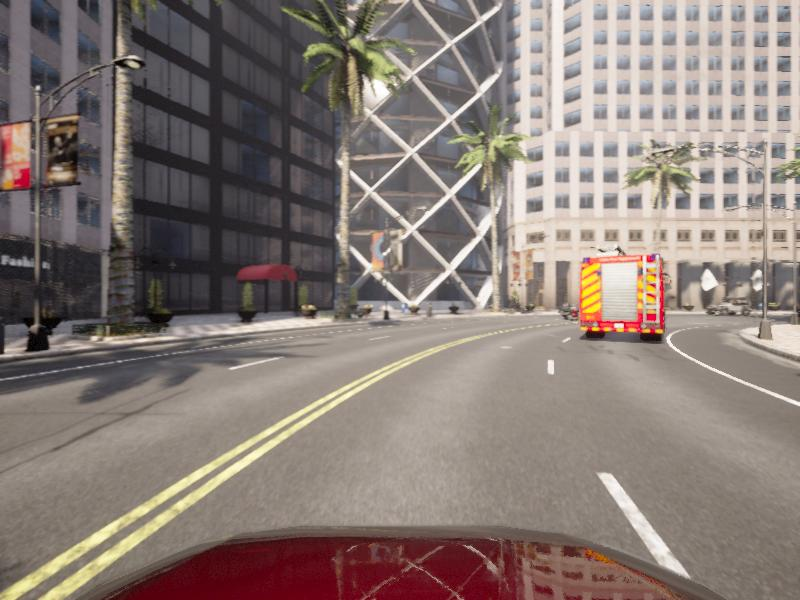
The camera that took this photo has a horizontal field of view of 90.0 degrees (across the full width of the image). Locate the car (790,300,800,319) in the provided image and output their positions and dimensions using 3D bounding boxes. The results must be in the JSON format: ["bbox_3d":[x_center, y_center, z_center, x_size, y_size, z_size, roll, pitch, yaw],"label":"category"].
[{"bbox_3d":[37.563,0.845,34.898,5.027,1.651,2.152,0,0,0],"label":"car"}]

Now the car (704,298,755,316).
[{"bbox_3d":[34.331,0.708,41.710,3.866,1.878,1.905,0,0,-4],"label":"car"}]

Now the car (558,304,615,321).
[{"bbox_3d":[15.136,0.978,32.369,4.718,1.301,1.895,0,0,-32],"label":"car"}]

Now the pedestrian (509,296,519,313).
[{"bbox_3d":[12.590,0.521,44.155,0.751,1.860,0.751,0,0,-10],"label":"pedestrian"}]

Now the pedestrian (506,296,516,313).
[{"bbox_3d":[12.455,0.521,44.798,0.751,1.860,0.751,0,0,-26],"label":"pedestrian"}]

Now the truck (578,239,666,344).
[{"bbox_3d":[10.727,-0.299,18.815,2.891,3.827,8.468,0,0,34],"label":"truck"}]
